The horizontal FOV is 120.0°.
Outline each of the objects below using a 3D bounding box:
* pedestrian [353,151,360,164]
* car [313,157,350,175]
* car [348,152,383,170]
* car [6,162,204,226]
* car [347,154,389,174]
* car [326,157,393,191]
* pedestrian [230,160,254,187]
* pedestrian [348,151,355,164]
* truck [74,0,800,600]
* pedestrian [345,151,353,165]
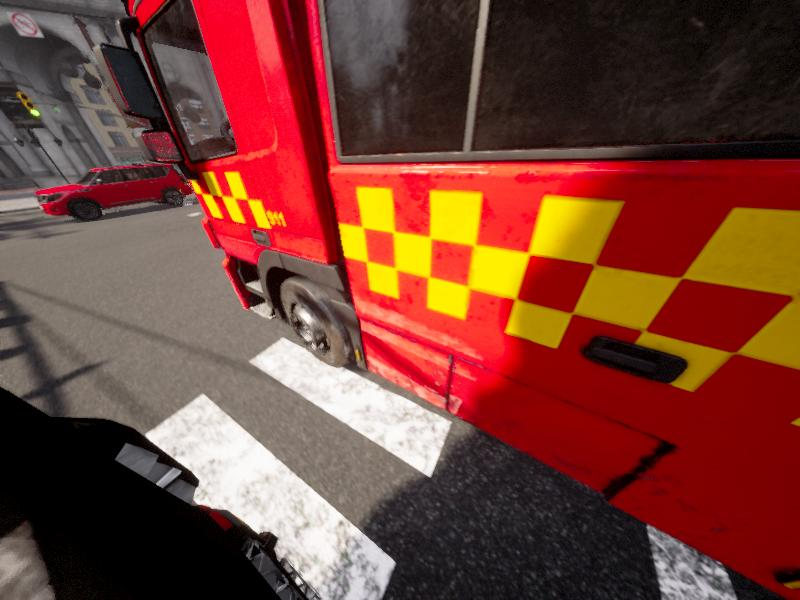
[{"bbox_3d":[-7.642,-25.159,40.692,0.751,1.860,0.751,20,40,31],"label":"pedestrian"},{"bbox_3d":[-7.815,-15.488,26.651,1.789,1.549,3.705,16,38,26],"label":"car"},{"bbox_3d":[-4.546,-18.745,31.116,2.097,1.767,4.553,16,38,26],"label":"car"},{"bbox_3d":[-14.118,-5.627,11.749,2.150,2.045,5.566,15,37,25],"label":"car"},{"bbox_3d":[-3.515,-15.850,26.844,1.801,1.575,5.366,16,38,26],"label":"car"},{"bbox_3d":[-2.593,-9.081,16.479,2.152,1.651,5.027,12,36,22],"label":"car"},{"bbox_3d":[-12.838,-10.292,18.842,0.751,1.860,0.751,7,35,15],"label":"pedestrian"},{"bbox_3d":[-8.378,-24.653,39.982,0.751,1.860,0.751,16,38,27],"label":"pedestrian"},{"bbox_3d":[1.853,-0.762,1.532,8.468,3.827,2.891,18,39,28],"label":"truck"},{"bbox_3d":[-8.625,-23.966,38.961,0.751,1.860,0.751,-23,39,-28],"label":"pedestrian"}]
